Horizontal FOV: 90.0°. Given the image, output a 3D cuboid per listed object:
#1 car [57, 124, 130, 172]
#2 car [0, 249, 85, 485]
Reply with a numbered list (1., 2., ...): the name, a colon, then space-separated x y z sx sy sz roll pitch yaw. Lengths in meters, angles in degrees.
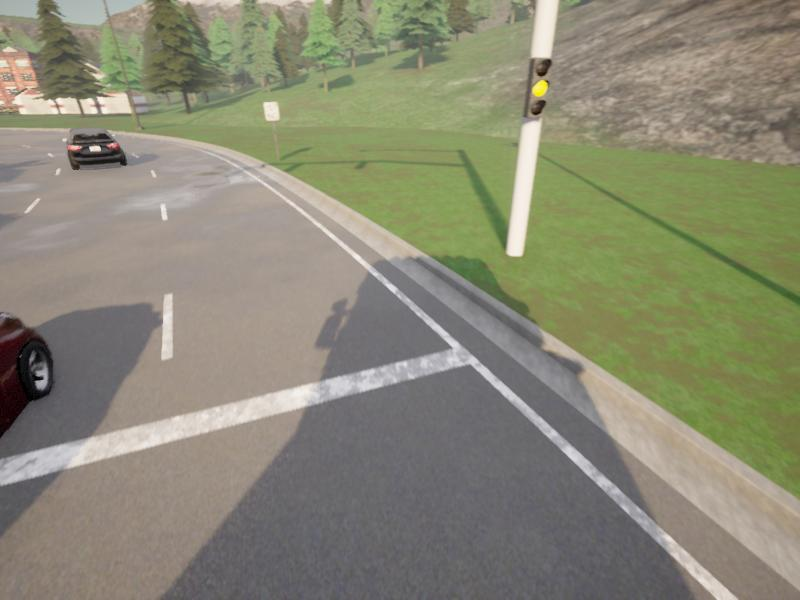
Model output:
1. car: -15.218 -7.650 19.799 2.242 1.667 4.611 -19 33 -33
2. car: -4.415 1.017 3.021 1.845 1.501 3.633 -7 28 -15
